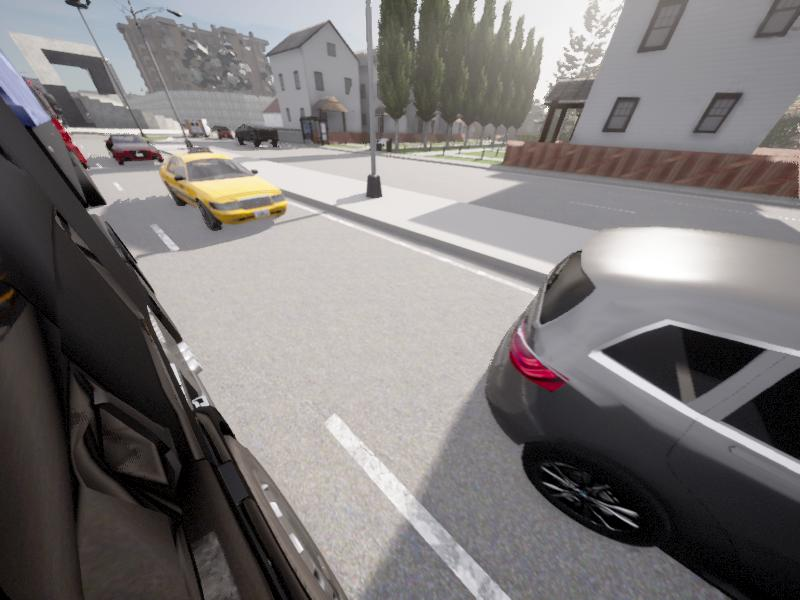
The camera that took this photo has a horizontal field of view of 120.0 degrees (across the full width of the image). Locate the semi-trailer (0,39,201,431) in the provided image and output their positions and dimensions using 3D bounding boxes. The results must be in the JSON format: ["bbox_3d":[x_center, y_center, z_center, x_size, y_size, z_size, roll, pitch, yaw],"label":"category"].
[{"bbox_3d":[-8.680,-3.594,4.279,14.254,4.402,2.717,28,44,30],"label":"semi-trailer"}]

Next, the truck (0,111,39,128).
[{"bbox_3d":[-74.030,-34.207,43.764,2.627,2.467,5.204,-2,37,-4],"label":"truck"}]

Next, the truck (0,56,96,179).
[{"bbox_3d":[-18.634,-8.691,11.130,8.468,3.827,2.891,28,44,30],"label":"truck"}]

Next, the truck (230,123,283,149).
[{"bbox_3d":[-16.091,-18.385,25.801,6.274,2.098,2.390,28,44,31],"label":"truck"}]

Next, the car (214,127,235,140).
[{"bbox_3d":[-26.631,-25.229,35.004,1.816,1.474,4.193,-22,43,-29],"label":"car"}]

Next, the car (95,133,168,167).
[{"bbox_3d":[-16.070,-9.055,13.823,4.181,1.385,1.994,28,44,30],"label":"car"}]

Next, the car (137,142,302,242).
[{"bbox_3d":[-5.260,-3.391,6.575,5.366,1.575,1.801,28,44,30],"label":"car"}]

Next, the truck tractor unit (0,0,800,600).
[{"bbox_3d":[-2.645,-0.295,0.351,6.516,4.208,3.053,28,44,30],"label":"truck tractor unit"}]

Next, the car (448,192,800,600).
[{"bbox_3d":[2.937,0.940,1.089,4.611,1.667,2.242,28,44,30],"label":"car"}]

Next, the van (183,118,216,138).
[{"bbox_3d":[-33.185,-28.646,38.466,2.351,2.431,6.366,-13,39,-19],"label":"van"}]
